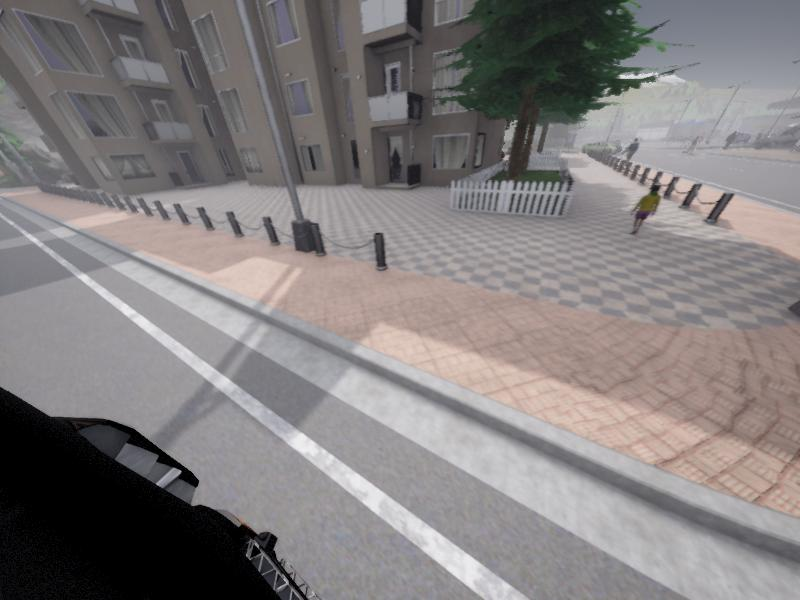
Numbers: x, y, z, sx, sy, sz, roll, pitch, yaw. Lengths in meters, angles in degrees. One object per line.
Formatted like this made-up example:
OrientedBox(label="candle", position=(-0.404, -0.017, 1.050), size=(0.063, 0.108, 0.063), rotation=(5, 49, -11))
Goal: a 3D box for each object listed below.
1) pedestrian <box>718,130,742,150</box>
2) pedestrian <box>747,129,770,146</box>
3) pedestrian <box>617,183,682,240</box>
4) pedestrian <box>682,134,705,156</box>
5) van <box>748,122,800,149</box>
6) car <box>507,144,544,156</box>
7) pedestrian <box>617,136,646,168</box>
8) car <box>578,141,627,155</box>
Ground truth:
OrientedBox(label="pedestrian", position=(37.893, -18.300, 26.514), size=(0.751, 1.860, 0.751), rotation=(-21, 38, -25))
OrientedBox(label="pedestrian", position=(48.881, -22.191, 31.512), size=(0.751, 1.860, 0.751), rotation=(11, 36, 20))
OrientedBox(label="pedestrian", position=(5.591, -2.017, 5.254), size=(0.500, 1.100, 0.500), rotation=(11, 36, 20))
OrientedBox(label="pedestrian", position=(31.568, -16.700, 24.901), size=(0.751, 1.860, 0.751), rotation=(24, 42, 34))
OrientedBox(label="van", position=(48.097, -19.931, 27.888), size=(5.915, 2.561, 1.988), rotation=(15, 38, 25))
OrientedBox(label="car", position=(20.598, -24.731, 38.109), size=(5.008, 1.535, 1.882), rotation=(15, 38, 25))
OrientedBox(label="pedestrian", position=(16.637, -10.613, 16.633), size=(0.751, 1.860, 0.751), rotation=(15, 38, 25))
OrientedBox(label="car", position=(28.130, -21.199, 32.241), size=(2.007, 1.525, 4.514), rotation=(-17, 36, -21))
